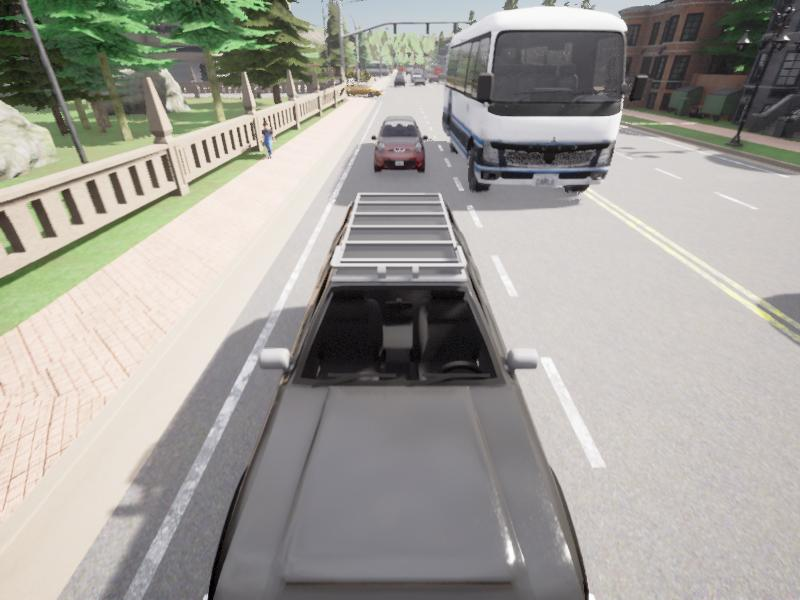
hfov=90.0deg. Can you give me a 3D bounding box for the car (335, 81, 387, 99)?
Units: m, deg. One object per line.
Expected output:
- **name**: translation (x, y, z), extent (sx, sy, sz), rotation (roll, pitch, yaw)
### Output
- **car**: translation (-4.258, -23.078, 43.872), extent (5.366, 1.575, 1.801), rotation (11, 32, 17)

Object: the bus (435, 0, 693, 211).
- **bus**: translation (3.608, -6.595, 13.058), extent (3.944, 4.253, 10.273), rotation (0, 30, 0)

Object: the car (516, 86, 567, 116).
- **car**: translation (10.476, -14.985, 29.998), extent (2.033, 1.649, 4.856), rotation (0, 30, 0)

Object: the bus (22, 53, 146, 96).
- **bus**: translation (-37.113, -26.746, 47.483), extent (10.273, 4.253, 3.944), rotation (0, 30, 0)

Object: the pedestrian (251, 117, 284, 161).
- **pedestrian**: translation (-4.596, -5.614, 13.953), extent (0.751, 1.300, 0.751), rotation (0, 30, 0)

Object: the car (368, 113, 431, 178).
- **car**: translation (-0.015, -5.375, 13.670), extent (1.845, 1.501, 3.633), rotation (0, 30, 0)

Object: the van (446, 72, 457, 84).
- **van**: translation (10.446, -45.198, 81.277), extent (1.775, 1.987, 4.442), rotation (0, 30, 0)

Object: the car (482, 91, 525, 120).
- **car**: translation (6.977, -13.342, 27.341), extent (1.816, 1.474, 4.193), rotation (0, 30, 0)

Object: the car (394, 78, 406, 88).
- **car**: translation (-0.045, -36.191, 66.556), extent (1.895, 1.301, 4.718), rotation (0, 30, 0)

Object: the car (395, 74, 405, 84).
- **car**: translation (-0.053, -44.199, 80.016), extent (1.882, 1.535, 5.008), rotation (0, 30, 0)

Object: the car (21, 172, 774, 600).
- **car**: translation (-0.007, 0.382, 3.478), extent (1.932, 1.855, 4.605), rotation (0, 31, 0)

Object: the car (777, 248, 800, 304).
- **car**: translation (6.991, 0.408, 3.693), extent (2.152, 1.651, 5.027), rotation (0, 30, 0)

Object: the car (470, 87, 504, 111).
- **car**: translation (6.973, -16.449, 32.650), extent (1.816, 1.474, 4.193), rotation (0, 30, 0)

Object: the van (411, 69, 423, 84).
- **van**: translation (3.444, -45.917, 82.061), extent (2.351, 2.431, 6.366), rotation (0, 30, 0)

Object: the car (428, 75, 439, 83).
- **car**: translation (6.945, -45.706, 82.681), extent (1.812, 1.442, 4.674), rotation (0, 30, 0)

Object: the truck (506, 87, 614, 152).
- **truck**: translation (6.983, -8.541, 18.516), extent (2.390, 2.098, 6.274), rotation (0, 30, 0)
